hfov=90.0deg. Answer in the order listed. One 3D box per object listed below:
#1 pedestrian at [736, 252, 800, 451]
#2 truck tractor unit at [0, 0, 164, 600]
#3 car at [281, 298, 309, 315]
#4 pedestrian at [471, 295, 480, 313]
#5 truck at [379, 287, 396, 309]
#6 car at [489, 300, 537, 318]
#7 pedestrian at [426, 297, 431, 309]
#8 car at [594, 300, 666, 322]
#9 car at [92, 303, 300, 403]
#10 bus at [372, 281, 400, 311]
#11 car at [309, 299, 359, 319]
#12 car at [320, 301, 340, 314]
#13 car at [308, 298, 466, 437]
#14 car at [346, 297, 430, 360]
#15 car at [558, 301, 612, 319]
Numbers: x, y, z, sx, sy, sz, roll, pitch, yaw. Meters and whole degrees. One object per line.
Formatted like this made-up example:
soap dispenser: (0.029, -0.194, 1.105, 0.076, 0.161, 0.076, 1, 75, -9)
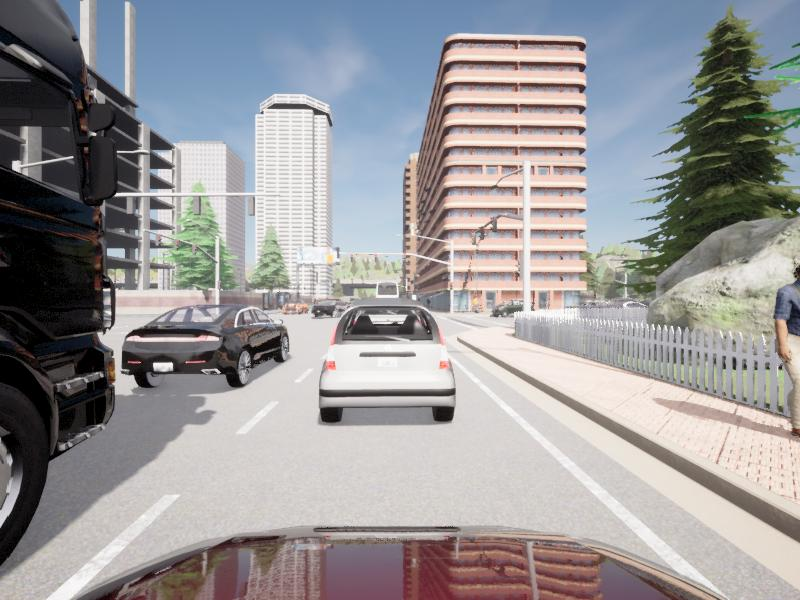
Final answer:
pedestrian: (4.114, 0.485, 4.072, 0.751, 1.860, 0.751, 0, 0, -1)
truck tractor unit: (-3.403, -0.516, 0.105, 3.053, 4.208, 6.516, 0, 0, -3)
car: (-11.956, 0.694, 45.747, 2.097, 1.767, 4.553, 0, 0, -2)
pedestrian: (7.717, 0.429, 40.805, 0.751, 1.860, 0.751, 0, 0, -2)
truck: (-2.345, -0.325, 74.066, 2.891, 3.827, 8.468, 0, 0, -2)
car: (10.037, 0.759, 35.522, 3.705, 1.549, 1.789, 0, 0, -14)
pedestrian: (4.416, 0.485, 62.173, 0.751, 1.860, 0.751, 0, 0, -2)
car: (17.506, 0.773, 30.434, 4.974, 1.542, 2.038, 0, 0, -20)
car: (-3.774, 0.836, 8.674, 2.128, 1.511, 4.902, 0, 0, -2)
bus: (-2.067, -0.533, 61.354, 3.944, 4.253, 10.273, 0, 0, -2)
car: (-5.843, 0.747, 36.084, 1.930, 1.638, 5.238, 0, 0, 23)
car: (-8.566, 0.844, 49.348, 1.837, 1.490, 4.892, 0, 0, -2)
car: (-0.207, 0.788, 6.686, 1.851, 1.617, 3.988, 0, 0, -2)
car: (-0.383, 0.756, 12.936, 2.242, 1.667, 4.611, 0, 0, -2)
car: (15.441, 0.798, 33.417, 3.806, 1.475, 1.970, 0, 0, -22)
